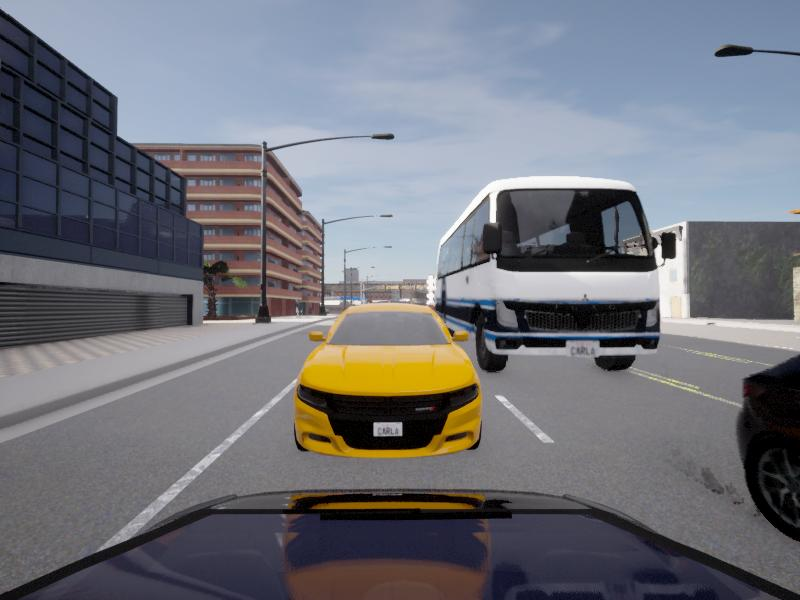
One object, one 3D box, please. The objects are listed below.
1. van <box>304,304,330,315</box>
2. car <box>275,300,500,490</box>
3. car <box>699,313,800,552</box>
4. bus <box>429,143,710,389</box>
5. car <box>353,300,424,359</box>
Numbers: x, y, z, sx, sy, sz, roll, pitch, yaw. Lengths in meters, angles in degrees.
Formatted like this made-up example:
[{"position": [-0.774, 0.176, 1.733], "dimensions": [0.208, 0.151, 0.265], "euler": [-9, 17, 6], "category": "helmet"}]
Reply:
[{"position": [-19.654, 2.234, 95.167], "dimensions": [5.915, 2.561, 1.988], "euler": [0, -1, -2], "category": "van"}, {"position": [-0.158, 0.790, 5.854], "dimensions": [1.882, 1.535, 5.008], "euler": [0, 1, -1], "category": "car"}, {"position": [3.448, 0.850, 1.260], "dimensions": [1.816, 1.474, 4.193], "euler": [0, 0, -1], "category": "car"}, {"position": [3.323, -0.628, 12.073], "dimensions": [3.944, 4.253, 10.273], "euler": [0, 1, -1], "category": "bus"}, {"position": [-0.325, 0.768, 12.638], "dimensions": [1.812, 1.442, 4.674], "euler": [0, 1, -1], "category": "car"}]
